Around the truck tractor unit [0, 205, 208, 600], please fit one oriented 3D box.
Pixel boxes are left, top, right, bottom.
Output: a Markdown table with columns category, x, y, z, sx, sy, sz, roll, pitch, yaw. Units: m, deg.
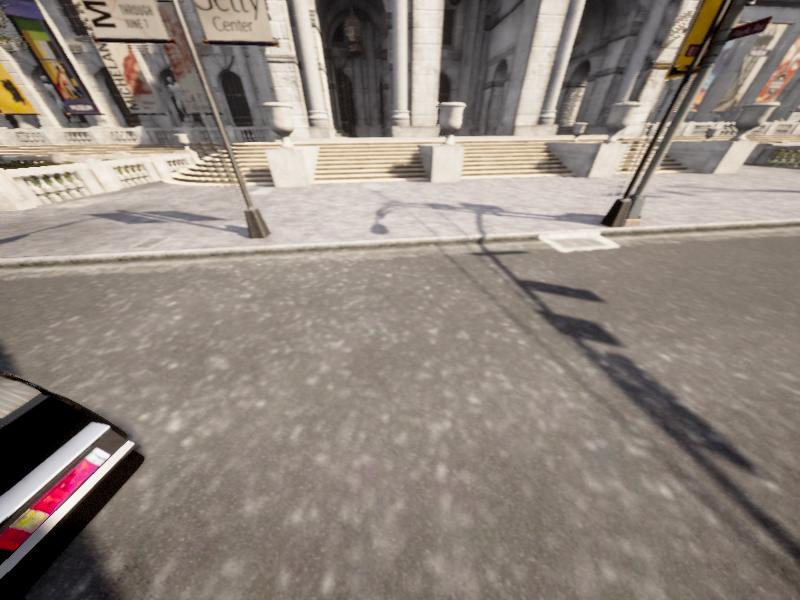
| category | x | y | z | sx | sy | sz | roll | pitch | yaw |
| --- | --- | --- | --- | --- | --- | --- | --- | --- | --- |
| truck tractor unit | -5.361 | 0.122 | 0.213 | 6.516 | 4.208 | 3.053 | 4 | 36 | 7 |
